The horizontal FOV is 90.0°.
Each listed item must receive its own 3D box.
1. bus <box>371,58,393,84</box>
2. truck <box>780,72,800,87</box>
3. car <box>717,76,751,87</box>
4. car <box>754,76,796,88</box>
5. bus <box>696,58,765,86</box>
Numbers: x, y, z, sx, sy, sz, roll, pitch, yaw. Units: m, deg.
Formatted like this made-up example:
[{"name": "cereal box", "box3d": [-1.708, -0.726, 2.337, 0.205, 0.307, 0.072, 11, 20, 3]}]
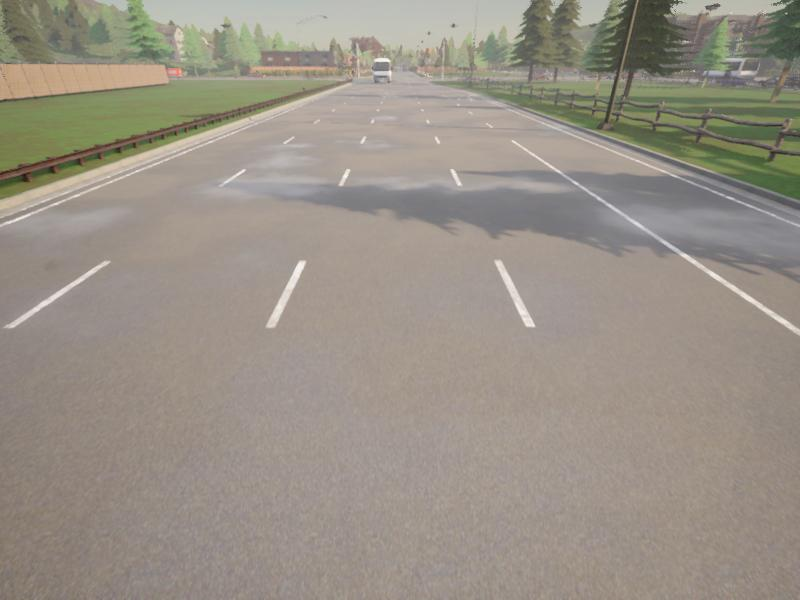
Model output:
[{"name": "bus", "box3d": [-3.349, -45.542, 79.631, 3.944, 4.253, 10.273, 0, 30, 0]}, {"name": "truck", "box3d": [68.227, -37.084, 67.312, 2.390, 2.098, 6.274, 0, 30, 0]}, {"name": "car", "box3d": [57.733, -37.829, 69.227, 2.007, 1.525, 4.514, 0, 30, 0]}, {"name": "car", "box3d": [61.218, -35.736, 65.466, 1.930, 1.638, 5.238, 0, 30, 0]}, {"name": "bus", "box3d": [61.138, -42.573, 74.565, 3.944, 4.253, 10.273, 0, 30, 0]}]
